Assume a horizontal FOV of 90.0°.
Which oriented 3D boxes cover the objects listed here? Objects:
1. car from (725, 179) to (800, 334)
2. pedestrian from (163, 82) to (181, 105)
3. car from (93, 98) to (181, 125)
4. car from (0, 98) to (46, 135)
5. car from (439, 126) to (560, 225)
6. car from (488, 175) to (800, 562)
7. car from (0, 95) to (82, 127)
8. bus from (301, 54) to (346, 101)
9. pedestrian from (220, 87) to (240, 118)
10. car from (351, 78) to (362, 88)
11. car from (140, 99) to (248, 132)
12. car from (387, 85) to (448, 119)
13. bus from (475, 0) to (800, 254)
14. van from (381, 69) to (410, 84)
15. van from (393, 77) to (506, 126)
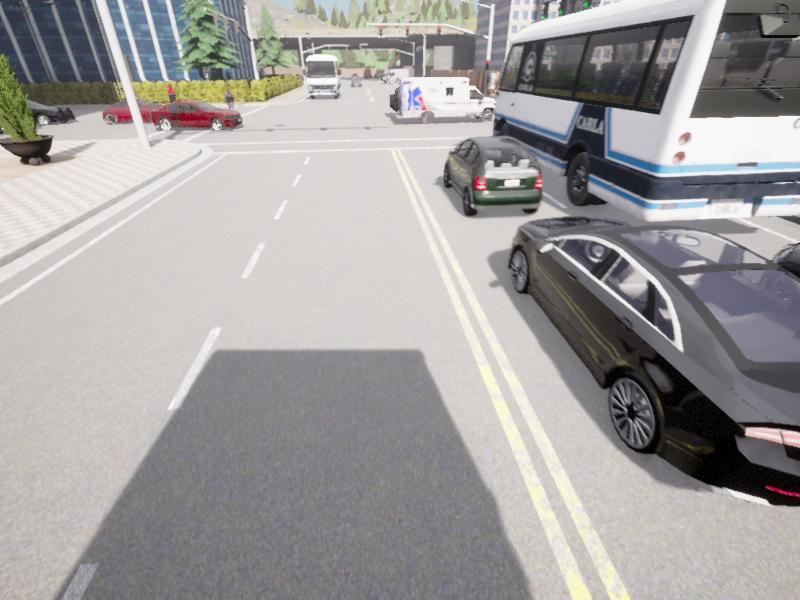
[{"bbox_3d":[6.406,0.188,3.942,2.242,1.667,4.611,-3,30,-4],"label":"car"},{"bbox_3d":[-20.950,-18.937,36.714,0.751,1.860,0.751,-1,30,-1],"label":"pedestrian"},{"bbox_3d":[-17.102,-12.398,26.265,4.181,1.385,1.994,-4,30,-6],"label":"car"},{"bbox_3d":[-23.531,-10.339,22.552,4.611,1.667,2.242,-3,30,-5],"label":"car"},{"bbox_3d":[2.238,-3.321,10.156,1.789,1.549,3.705,-3,30,-4],"label":"car"},{"bbox_3d":[2.823,-0.084,4.635,2.128,1.511,4.902,-3,30,-4],"label":"car"},{"bbox_3d":[-23.995,-12.071,25.563,5.238,1.638,1.930,-3,30,-5],"label":"car"},{"bbox_3d":[-8.607,-25.961,46.509,3.944,4.253,10.273,-3,30,-4],"label":"bus"},{"bbox_3d":[-12.117,-14.085,28.531,0.751,1.860,0.751,-18,35,-27],"label":"pedestrian"},{"bbox_3d":[-7.454,-37.159,68.479,1.812,1.442,4.674,-3,30,-4],"label":"car"},{"bbox_3d":[-11.637,-10.582,22.881,5.008,1.535,1.882,2,30,5],"label":"car"},{"bbox_3d":[1.162,-13.704,27.647,3.866,1.878,1.905,-4,30,-5],"label":"car"},{"bbox_3d":[5.464,-5.360,10.913,3.944,4.253,10.273,-3,30,-4],"label":"bus"},{"bbox_3d":[-0.979,-46.884,83.896,5.915,2.561,1.988,-18,34,-27],"label":"van"},{"bbox_3d":[2.875,-12.269,24.621,6.366,2.431,2.351,-4,30,-5],"label":"van"}]
